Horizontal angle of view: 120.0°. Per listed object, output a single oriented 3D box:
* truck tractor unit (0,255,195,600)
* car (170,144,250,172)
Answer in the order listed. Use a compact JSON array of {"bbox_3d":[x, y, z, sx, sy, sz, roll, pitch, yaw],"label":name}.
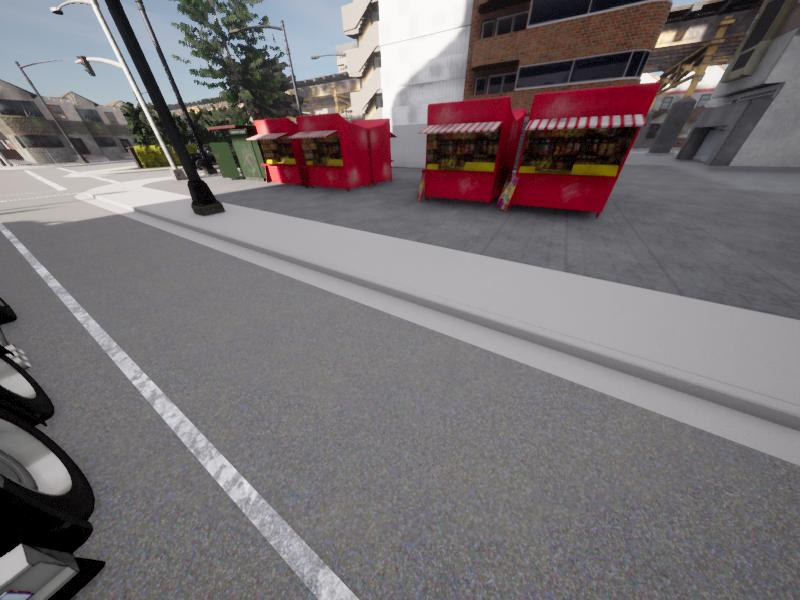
[{"bbox_3d":[-5.097,-0.314,0.801,6.516,4.208,3.053,19,39,25],"label":"truck tractor unit"},{"bbox_3d":[-19.116,-14.655,23.664,2.150,2.045,5.566,18,39,26],"label":"car"}]
